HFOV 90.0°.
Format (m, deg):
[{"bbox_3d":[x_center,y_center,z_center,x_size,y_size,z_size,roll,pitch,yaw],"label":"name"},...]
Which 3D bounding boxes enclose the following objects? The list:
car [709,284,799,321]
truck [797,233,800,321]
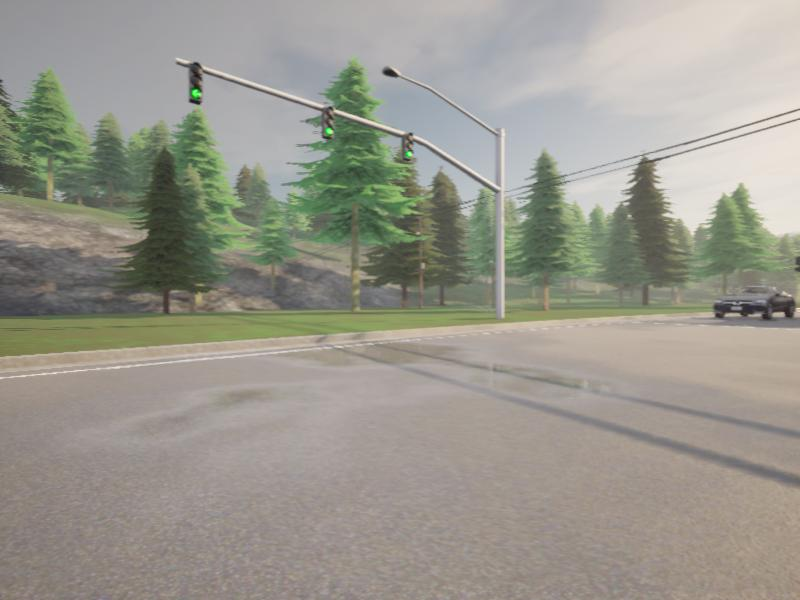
[{"bbox_3d":[17.972,0.097,20.237,5.027,1.651,2.152,0,0,-33],"label":"car"},{"bbox_3d":[21.623,-1.007,18.442,8.468,3.827,2.891,0,0,-32],"label":"truck"}]
